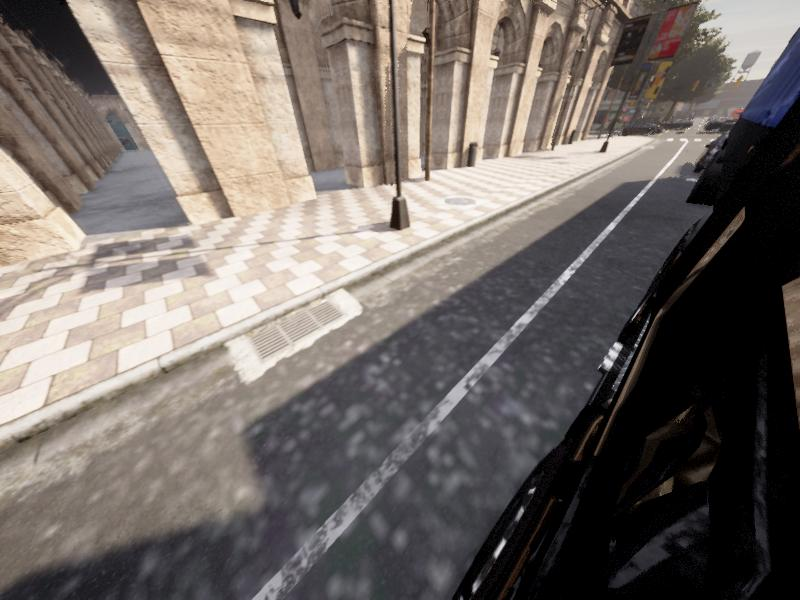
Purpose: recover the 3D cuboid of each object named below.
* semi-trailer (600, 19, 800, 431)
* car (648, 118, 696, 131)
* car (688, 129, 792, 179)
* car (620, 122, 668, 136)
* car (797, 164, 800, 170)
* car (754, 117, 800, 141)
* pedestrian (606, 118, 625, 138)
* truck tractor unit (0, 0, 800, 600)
[{"bbox_3d":[8.587,-3.678,4.335,14.254,4.402,2.717,-29,45,-31],"label":"semi-trailer"},{"bbox_3d":[45.388,-29.305,38.636,2.128,1.511,4.902,-31,45,-32],"label":"car"},{"bbox_3d":[14.696,-6.574,10.240,3.633,1.501,1.845,-32,46,-33],"label":"car"},{"bbox_3d":[33.357,-23.438,31.670,1.994,1.385,4.181,-31,45,-32],"label":"car"},{"bbox_3d":[17.290,-5.269,8.333,4.974,1.542,2.038,-31,45,-32],"label":"car"},{"bbox_3d":[34.530,-15.634,21.046,5.366,1.575,1.801,-29,44,-31],"label":"car"},{"bbox_3d":[25.578,-20.477,27.493,0.751,1.860,0.751,-19,40,-21],"label":"pedestrian"},{"bbox_3d":[2.645,-0.295,0.351,6.516,4.208,3.053,-28,44,-30],"label":"truck tractor unit"}]
